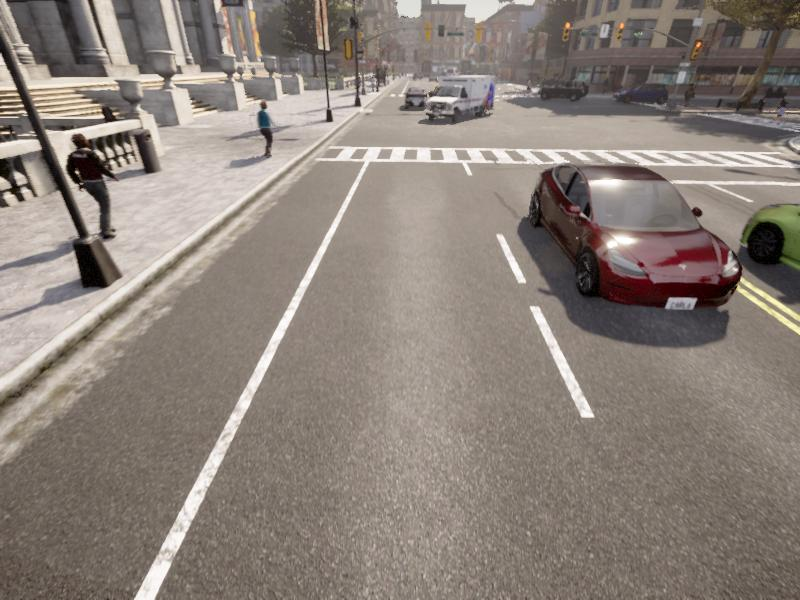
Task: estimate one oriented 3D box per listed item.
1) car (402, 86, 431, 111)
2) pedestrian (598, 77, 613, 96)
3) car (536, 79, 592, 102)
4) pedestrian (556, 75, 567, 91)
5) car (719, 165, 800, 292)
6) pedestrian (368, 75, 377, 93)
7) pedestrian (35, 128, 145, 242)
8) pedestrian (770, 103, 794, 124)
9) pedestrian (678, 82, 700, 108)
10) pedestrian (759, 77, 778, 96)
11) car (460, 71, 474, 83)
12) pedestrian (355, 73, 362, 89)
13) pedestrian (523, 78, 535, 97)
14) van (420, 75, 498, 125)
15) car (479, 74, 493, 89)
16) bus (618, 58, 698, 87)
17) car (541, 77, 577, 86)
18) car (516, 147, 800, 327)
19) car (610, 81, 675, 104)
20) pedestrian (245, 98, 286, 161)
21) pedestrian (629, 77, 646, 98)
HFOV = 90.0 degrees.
[{"bbox_3d":[1.341,-16.412,32.453,2.128,1.511,4.902,1,31,2],"label":"car"},{"bbox_3d":[22.853,-23.777,44.495,0.751,1.860,0.751,-5,31,-9],"label":"pedestrian"},{"bbox_3d":[16.269,-20.916,39.895,4.605,1.855,1.932,19,35,28],"label":"car"},{"bbox_3d":[21.498,-28.927,53.258,0.751,1.860,0.751,1,30,1],"label":"pedestrian"},{"bbox_3d":[7.228,-0.589,5.533,2.007,1.525,4.514,1,30,1],"label":"car"},{"bbox_3d":[-3.213,-25.504,47.214,0.751,1.860,0.751,-13,33,-21],"label":"pedestrian"},{"bbox_3d":[-5.535,-2.074,7.274,0.751,1.860,0.751,3,30,4],"label":"pedestrian"},{"bbox_3d":[23.337,-11.403,24.469,0.500,1.100,0.500,2,30,3],"label":"pedestrian"},{"bbox_3d":[24.242,-17.180,33.567,0.751,1.860,0.751,5,31,8],"label":"pedestrian"},{"bbox_3d":[41.580,-24.072,45.157,0.751,1.860,0.751,-1,30,-3],"label":"pedestrian"},{"bbox_3d":[13.906,-46.525,83.340,2.150,2.045,5.566,1,30,1],"label":"car"},{"bbox_3d":[-5.653,-30.100,55.023,0.751,1.860,0.751,4,31,6],"label":"pedestrian"},{"bbox_3d":[14.499,-24.005,45.109,0.751,1.860,0.751,-6,31,-10],"label":"pedestrian"},{"bbox_3d":[3.938,-13.100,25.930,2.351,2.431,6.366,18,35,28],"label":"van"},{"bbox_3d":[13.483,-34.213,62.525,1.932,1.855,4.605,6,31,9],"label":"car"},{"bbox_3d":[44.322,-39.323,69.151,10.273,4.253,3.944,1,30,1],"label":"bus"},{"bbox_3d":[27.867,-38.389,70.241,5.357,1.411,2.033,1,30,2],"label":"car"},{"bbox_3d":[3.786,-1.512,7.121,2.163,1.488,4.792,1,30,2],"label":"car"},{"bbox_3d":[22.756,-19.588,37.770,4.553,1.767,2.097,3,31,5],"label":"car"},{"bbox_3d":[-4.583,-5.842,13.703,0.751,1.860,0.751,9,32,15],"label":"pedestrian"},{"bbox_3d":[25.024,-22.384,42.139,0.751,1.860,0.751,-9,32,-16],"label":"pedestrian"}]
